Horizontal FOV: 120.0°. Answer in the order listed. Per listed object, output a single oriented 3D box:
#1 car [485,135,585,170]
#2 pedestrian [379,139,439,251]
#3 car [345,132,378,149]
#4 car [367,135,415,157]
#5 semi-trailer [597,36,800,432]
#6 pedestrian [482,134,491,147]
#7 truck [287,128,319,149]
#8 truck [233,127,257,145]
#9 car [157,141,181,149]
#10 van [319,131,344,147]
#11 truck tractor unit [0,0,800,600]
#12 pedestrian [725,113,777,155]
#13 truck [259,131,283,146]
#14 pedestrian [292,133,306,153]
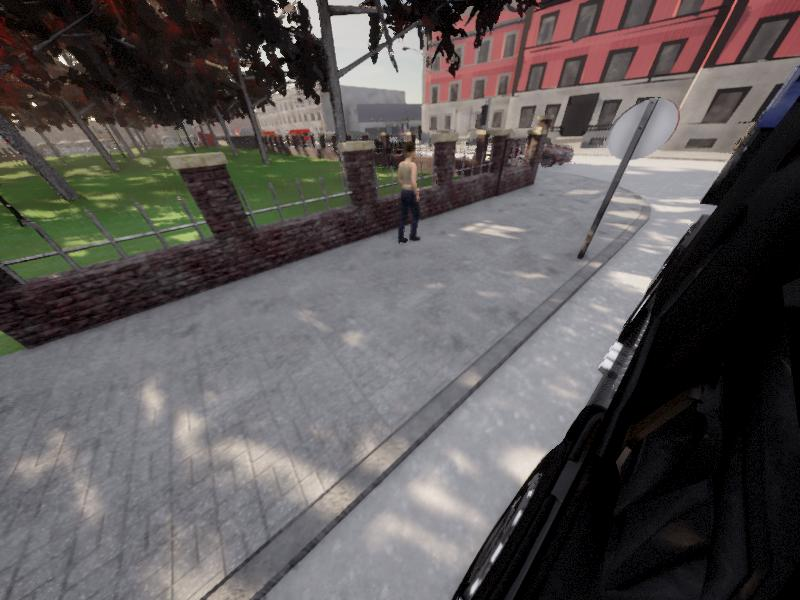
[{"bbox_3d":[7.783,-8.967,13.879,1.812,1.442,4.674,-27,43,-29],"label":"car"},{"bbox_3d":[0.182,-2.072,4.635,0.751,1.860,0.751,-29,44,-30],"label":"pedestrian"},{"bbox_3d":[-5.365,-22.067,32.001,2.033,1.649,4.856,-28,43,-29],"label":"car"},{"bbox_3d":[-0.951,-15.139,22.578,1.882,1.535,5.008,-28,43,-29],"label":"car"},{"bbox_3d":[8.735,-3.587,4.181,14.254,4.402,2.717,-28,44,-29],"label":"semi-trailer"},{"bbox_3d":[8.937,-16.486,23.882,0.500,1.100,0.500,30,48,36],"label":"pedestrian"},{"bbox_3d":[-15.443,-25.701,36.807,2.627,2.467,5.204,-27,43,-29],"label":"truck"},{"bbox_3d":[-42.669,-45.142,63.652,2.891,3.827,8.468,-28,43,-29],"label":"truck"},{"bbox_3d":[-69.896,-47.021,69.989,5.027,1.651,2.152,-28,43,-29],"label":"car"},{"bbox_3d":[-11.191,-26.304,37.719,1.775,1.987,4.442,-28,43,-29],"label":"van"},{"bbox_3d":[2.645,-0.295,0.351,6.516,4.208,3.053,-28,44,-30],"label":"truck tractor unit"},{"bbox_3d":[19.576,-9.242,12.921,0.751,1.860,0.751,-27,43,-28],"label":"pedestrian"},{"bbox_3d":[-26.998,-33.792,48.323,2.627,2.467,5.204,-28,44,-29],"label":"truck"},{"bbox_3d":[-11.942,-18.535,27.324,0.751,1.860,0.751,-27,43,-29],"label":"pedestrian"}]
